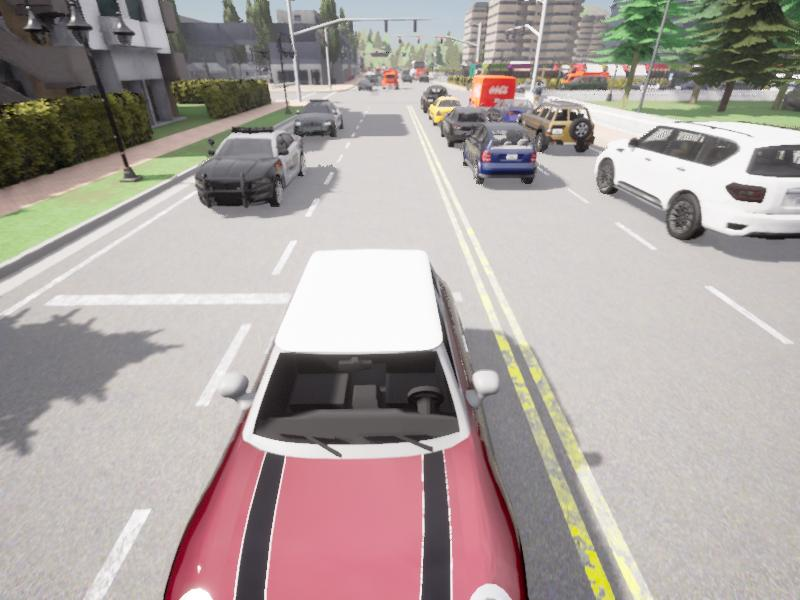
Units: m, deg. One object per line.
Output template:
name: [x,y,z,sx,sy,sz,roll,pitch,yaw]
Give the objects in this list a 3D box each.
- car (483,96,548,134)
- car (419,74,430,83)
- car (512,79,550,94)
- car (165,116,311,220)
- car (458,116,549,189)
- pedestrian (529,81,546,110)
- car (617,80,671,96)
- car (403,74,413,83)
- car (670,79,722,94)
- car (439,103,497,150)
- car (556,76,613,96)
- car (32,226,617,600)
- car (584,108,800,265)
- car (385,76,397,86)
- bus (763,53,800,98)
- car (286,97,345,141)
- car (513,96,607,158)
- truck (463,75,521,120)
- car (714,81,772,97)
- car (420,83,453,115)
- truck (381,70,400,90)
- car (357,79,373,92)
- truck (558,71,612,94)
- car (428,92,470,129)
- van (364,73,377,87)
car: [6.326,-10.544,22.579,2.163,1.488,4.792,0,30,-1]
car: [5.081,-47.172,85.060,1.930,1.638,5.238,0,30,-1]
car: [16.706,-27.300,51.124,3.988,1.617,1.851,0,30,0]
car: [-3.945,-3.852,10.961,1.930,1.638,5.238,0,30,-1]
car: [3.026,-4.734,12.558,1.789,1.549,3.705,0,30,-1]
pedestrian: [10.400,-15.467,30.278,0.751,1.860,0.751,0,30,0]
car: [29.519,-25.728,48.527,4.974,1.542,2.038,-1,30,-2]
car: [1.589,-46.848,84.687,2.007,1.525,4.514,0,30,-1]
car: [38.314,-27.730,51.847,4.856,1.649,2.033,-1,30,-2]
car: [2.913,-7.931,18.112,1.816,1.474,4.193,0,30,-1]
car: [22.075,-25.796,48.122,5.566,2.045,2.150,-1,30,-2]
car: [-0.282,0.763,3.236,1.970,1.475,3.806,0,30,-1]
car: [6.595,-2.914,8.968,2.150,2.045,5.566,0,30,-1]
car: [-1.666,-39.644,72.339,2.163,1.488,4.792,0,30,-1]
bus: [48.972,-25.605,45.638,10.273,4.253,3.944,-1,30,-2]
car: [-4.134,-9.381,20.520,2.038,1.542,4.974,0,31,-1]
car: [6.439,-7.420,16.842,1.932,1.855,4.605,0,30,-1]
truck: [6.216,-14.190,27.834,2.627,2.467,5.204,0,30,-1]
car: [39.266,-24.158,45.867,4.514,1.525,2.007,-1,30,-2]
car: [2.674,-15.186,30.118,1.932,1.855,4.605,0,30,-1]
truck: [-1.418,-32.816,59.675,2.627,2.467,5.204,0,30,-1]
car: [-4.852,-30.252,56.303,1.812,1.442,4.674,0,30,0]
truck: [23.493,-27.773,51.097,5.204,2.467,2.627,-1,30,-2]
car: [2.794,-11.502,24.113,1.801,1.575,5.366,0,30,-1]
van: [-5.120,-38.553,69.916,2.069,2.038,4.480,0,30,-1]
